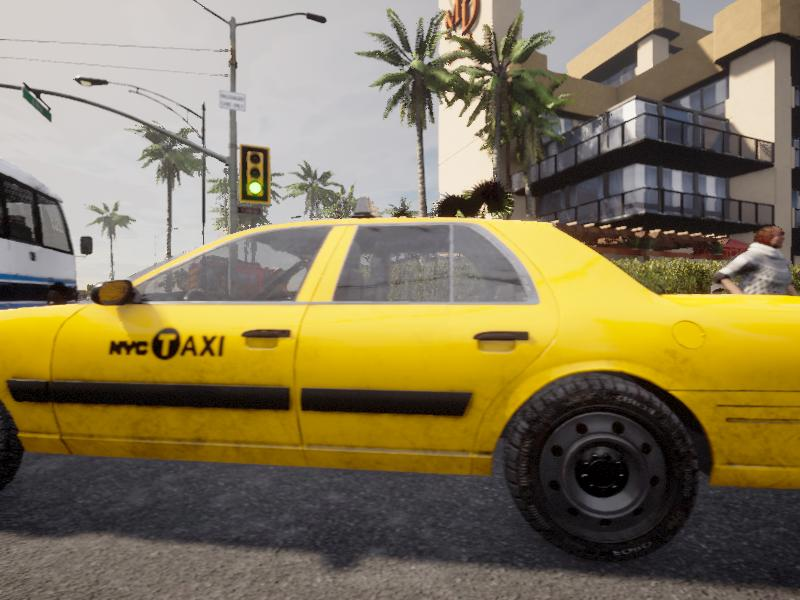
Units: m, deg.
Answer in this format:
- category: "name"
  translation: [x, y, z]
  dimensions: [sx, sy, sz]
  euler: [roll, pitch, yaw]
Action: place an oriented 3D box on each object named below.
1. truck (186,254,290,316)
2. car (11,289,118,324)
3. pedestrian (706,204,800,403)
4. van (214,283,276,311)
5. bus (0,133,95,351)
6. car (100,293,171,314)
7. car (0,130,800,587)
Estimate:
- category: "truck"
  translation: [-11.200, -0.907, 28.949]
  dimensions: [2.891, 3.827, 8.468]
  euler: [0, 0, 11]
- category: "car"
  translation: [-15.395, 0.268, 18.670]
  dimensions: [1.970, 1.475, 3.806]
  euler: [0, 0, -5]
- category: "pedestrian"
  translation: [3.876, 0.036, 4.252]
  dimensions: [0.751, 1.860, 0.751]
  euler: [0, 0, -29]
- category: "van"
  translation: [-14.987, -0.259, 39.117]
  dimensions: [1.988, 2.561, 5.915]
  euler: [0, 0, 27]
- category: "bus"
  translation: [-9.503, -1.124, 6.747]
  dimensions: [3.944, 4.253, 10.273]
  euler: [0, 0, -20]
- category: "car"
  translation: [-21.057, 0.250, 32.108]
  dimensions: [2.007, 1.525, 4.514]
  euler: [0, 0, 15]
- category: "car"
  translation: [-0.466, 0.203, 2.508]
  dimensions: [5.366, 1.575, 1.801]
  euler: [0, 0, 7]
